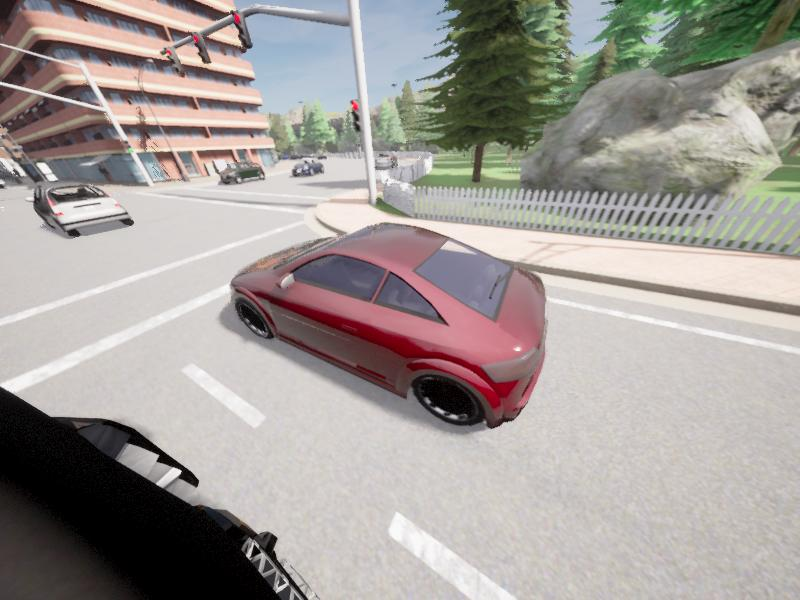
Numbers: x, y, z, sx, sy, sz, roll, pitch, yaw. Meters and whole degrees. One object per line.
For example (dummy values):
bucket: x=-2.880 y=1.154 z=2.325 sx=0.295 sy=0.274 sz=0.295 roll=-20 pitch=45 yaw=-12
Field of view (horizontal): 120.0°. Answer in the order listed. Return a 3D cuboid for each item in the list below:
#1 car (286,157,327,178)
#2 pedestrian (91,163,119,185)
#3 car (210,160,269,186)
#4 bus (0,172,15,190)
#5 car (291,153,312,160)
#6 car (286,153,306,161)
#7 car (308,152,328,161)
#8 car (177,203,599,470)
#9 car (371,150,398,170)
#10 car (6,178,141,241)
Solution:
car: x=-9.168 y=-13.222 z=22.969 sx=1.970 sy=1.475 sz=3.806 roll=3 pitch=34 yaw=8
pedestrian: x=-29.528 y=-12.606 z=23.139 sx=0.751 sy=1.860 sz=0.751 roll=13 pitch=37 yaw=22
car: x=-13.752 y=-11.106 z=20.115 sx=1.789 sy=1.549 sz=3.705 roll=8 pitch=35 yaw=15
bus: x=-51.001 y=-15.164 z=26.870 sx=10.273 sy=4.253 sz=3.944 roll=15 pitch=38 yaw=25
car: x=-27.499 y=-39.913 z=64.351 sx=5.357 sy=1.411 sz=2.033 roll=16 pitch=38 yaw=26
car: x=-27.560 y=-37.723 z=61.004 sx=4.892 sy=1.490 sz=1.837 roll=16 pitch=38 yaw=26
car: x=-20.053 y=-35.033 z=56.347 sx=4.974 sy=1.542 sz=2.038 roll=24 pitch=42 yaw=35
car: x=-0.397 y=-0.221 z=3.050 sx=4.181 sy=1.385 sz=1.994 roll=15 pitch=38 yaw=25
car: x=-1.613 y=-16.019 z=26.355 sx=2.242 sy=1.667 sz=4.611 roll=1 pitch=34 yaw=6
car: x=-12.436 y=-3.626 z=8.858 sx=3.988 sy=1.617 sz=1.851 roll=15 pitch=38 yaw=25
